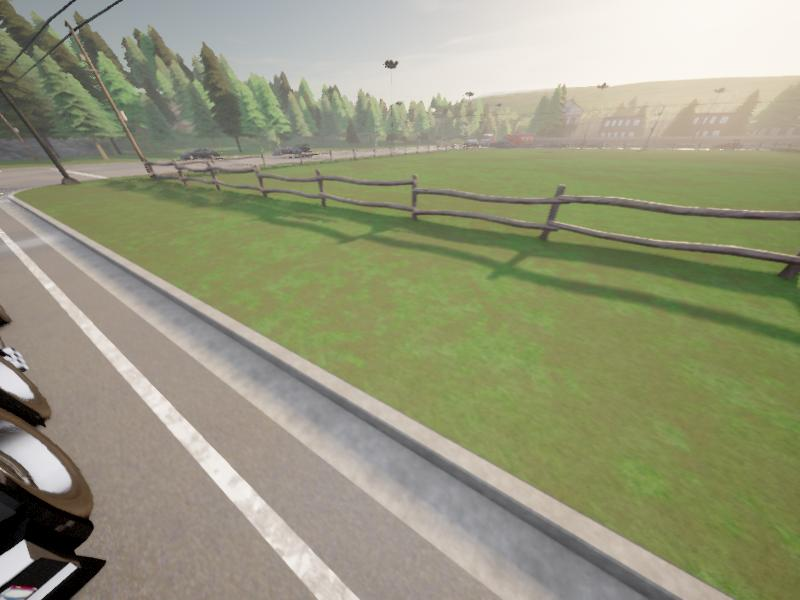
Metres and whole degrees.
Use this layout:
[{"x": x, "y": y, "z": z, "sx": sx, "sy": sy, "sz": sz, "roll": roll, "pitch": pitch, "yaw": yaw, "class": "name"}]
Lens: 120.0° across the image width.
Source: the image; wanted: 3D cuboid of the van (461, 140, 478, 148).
[{"x": 21.765, "y": -48.977, "z": 72.519, "sx": 4.480, "sy": 2.038, "sz": 2.069, "roll": 2, "pitch": 35, "yaw": 3, "class": "van"}]

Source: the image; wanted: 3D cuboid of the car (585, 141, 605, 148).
[{"x": 54.633, "y": -43.572, "z": 64.805, "sx": 3.988, "sy": 1.617, "sz": 1.851, "roll": 18, "pitch": 39, "yaw": 25, "class": "car"}]

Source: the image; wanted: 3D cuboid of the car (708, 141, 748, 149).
[{"x": 76.687, "y": -36.287, "z": 54.111, "sx": 4.792, "sy": 1.488, "sz": 2.163, "roll": 18, "pitch": 39, "yaw": 25, "class": "car"}]

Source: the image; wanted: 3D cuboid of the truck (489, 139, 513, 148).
[{"x": 31.639, "y": -49.062, "z": 72.468, "sx": 6.274, "sy": 2.098, "sz": 2.390, "roll": 18, "pitch": 39, "yaw": 25, "class": "truck"}]

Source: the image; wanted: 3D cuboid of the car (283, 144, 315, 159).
[{"x": -15.372, "y": -22.817, "z": 35.398, "sx": 1.905, "sy": 1.878, "sz": 3.866, "roll": 18, "pitch": 39, "yaw": 25, "class": "car"}]

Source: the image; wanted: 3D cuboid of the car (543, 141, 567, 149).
[{"x": 42.836, "y": -42.871, "z": 63.832, "sx": 5.238, "sy": 1.638, "sz": 1.930, "roll": 18, "pitch": 39, "yaw": 25, "class": "car"}]

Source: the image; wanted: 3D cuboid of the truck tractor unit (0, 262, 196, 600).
[{"x": -5.112, "y": -0.295, "z": 0.804, "sx": 6.516, "sy": 4.208, "sz": 3.053, "roll": 18, "pitch": 38, "yaw": 25, "class": "truck tractor unit"}]

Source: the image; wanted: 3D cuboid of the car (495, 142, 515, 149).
[{"x": 30.193, "y": -44.676, "z": 66.667, "sx": 4.611, "sy": 1.667, "sz": 2.242, "roll": 18, "pitch": 39, "yaw": 25, "class": "car"}]

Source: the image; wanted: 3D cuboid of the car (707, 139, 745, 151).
[{"x": 67.915, "y": -32.393, "z": 48.260, "sx": 3.866, "sy": 1.878, "sz": 1.905, "roll": 18, "pitch": 39, "yaw": 25, "class": "car"}]

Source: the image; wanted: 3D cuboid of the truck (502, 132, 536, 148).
[{"x": 37.365, "y": -50.202, "z": 72.530, "sx": 8.468, "sy": 3.827, "sz": 2.891, "roll": 18, "pitch": 39, "yaw": 25, "class": "truck"}]

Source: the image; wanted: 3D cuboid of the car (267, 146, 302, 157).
[{"x": -20.071, "y": -25.937, "z": 40.276, "sx": 2.128, "sy": 1.511, "sz": 4.902, "roll": 18, "pitch": 39, "yaw": 25, "class": "car"}]

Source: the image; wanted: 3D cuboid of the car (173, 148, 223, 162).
[{"x": -29.086, "y": -21.146, "z": 33.497, "sx": 1.837, "sy": 1.490, "sz": 4.892, "roll": 18, "pitch": 39, "yaw": 25, "class": "car"}]
